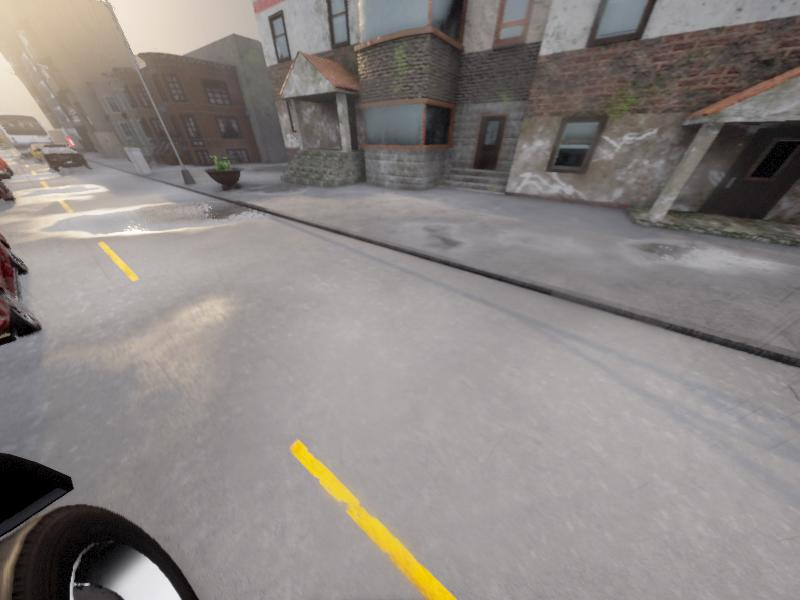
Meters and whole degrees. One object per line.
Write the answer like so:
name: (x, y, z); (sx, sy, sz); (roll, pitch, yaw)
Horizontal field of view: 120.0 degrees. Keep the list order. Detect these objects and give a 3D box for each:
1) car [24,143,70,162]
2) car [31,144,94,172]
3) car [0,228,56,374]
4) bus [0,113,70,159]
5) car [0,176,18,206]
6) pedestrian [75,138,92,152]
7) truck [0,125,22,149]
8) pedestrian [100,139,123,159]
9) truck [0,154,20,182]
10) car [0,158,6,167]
car: (-37.800, -15.814, 24.716); (5.008, 1.535, 1.882); (22, 41, 28)
car: (-27.137, -11.487, 18.571); (5.238, 1.638, 1.930); (22, 41, 28)
car: (-6.849, -0.213, 3.036); (4.718, 1.301, 1.895); (22, 41, 28)
bus: (-47.832, -20.951, 29.572); (10.273, 4.253, 3.944); (22, 41, 28)
car: (-17.525, -4.618, 9.139); (4.181, 1.385, 1.994); (22, 41, 28)
pedestrian: (-49.499, -24.259, 36.101); (0.751, 1.860, 0.751); (23, 41, 29)
truck: (-80.167, -30.677, 43.480); (2.891, 3.827, 8.468); (22, 41, 28)
pedestrian: (-31.791, -16.673, 25.478); (0.751, 1.860, 0.751); (22, 41, 28)
truck: (-26.431, -8.735, 13.917); (5.204, 2.467, 2.627); (24, 41, 27)
car: (-36.965, -12.798, 20.135); (3.866, 1.878, 1.905); (23, 41, 28)
